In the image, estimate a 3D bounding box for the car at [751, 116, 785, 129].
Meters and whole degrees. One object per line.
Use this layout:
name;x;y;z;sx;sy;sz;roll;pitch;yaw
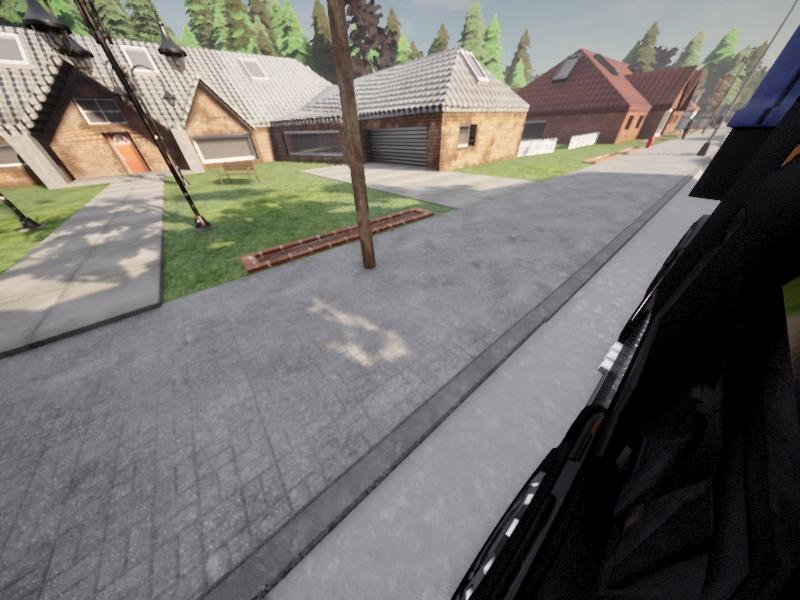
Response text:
car;55.572;-26.862;34.967;4.792;1.488;2.163;-28;44;-30

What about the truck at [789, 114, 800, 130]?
truck;57.645;-25.800;31.470;8.468;3.827;2.891;-28;43;-30

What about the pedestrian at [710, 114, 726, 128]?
pedestrian;54.058;-30.379;39.246;0.751;1.860;0.751;27;46;33

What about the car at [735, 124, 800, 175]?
car;17.967;-7.214;10.878;5.366;1.575;1.801;-28;43;-30

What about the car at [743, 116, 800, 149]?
car;27.569;-12.298;16.922;4.553;1.767;2.097;-28;44;-30

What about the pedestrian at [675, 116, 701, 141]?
pedestrian;28.070;-16.695;22.507;0.751;1.860;0.751;-27;43;-29

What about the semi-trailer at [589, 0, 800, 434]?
semi-trailer;9.287;-3.116;3.547;14.254;4.402;2.717;-21;40;-22

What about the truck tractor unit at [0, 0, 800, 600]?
truck tractor unit;2.645;-0.295;0.352;6.516;4.208;3.053;-28;44;-30
